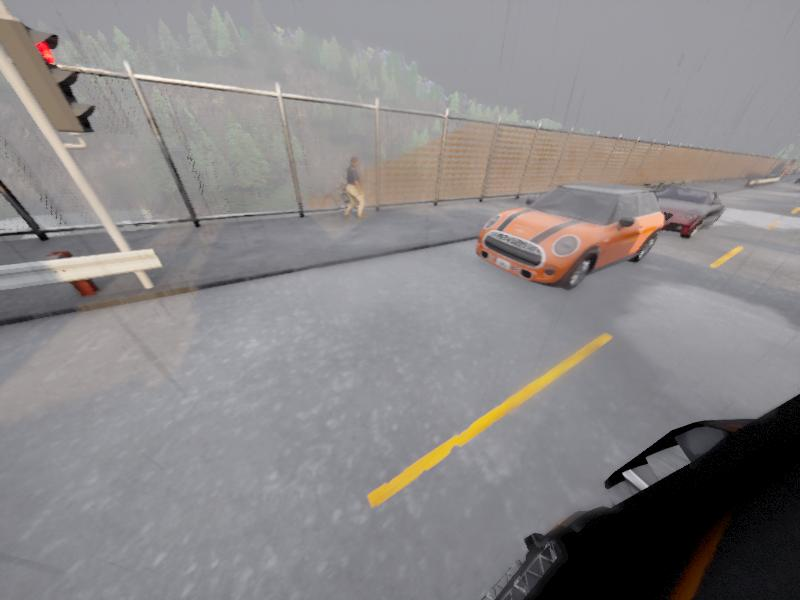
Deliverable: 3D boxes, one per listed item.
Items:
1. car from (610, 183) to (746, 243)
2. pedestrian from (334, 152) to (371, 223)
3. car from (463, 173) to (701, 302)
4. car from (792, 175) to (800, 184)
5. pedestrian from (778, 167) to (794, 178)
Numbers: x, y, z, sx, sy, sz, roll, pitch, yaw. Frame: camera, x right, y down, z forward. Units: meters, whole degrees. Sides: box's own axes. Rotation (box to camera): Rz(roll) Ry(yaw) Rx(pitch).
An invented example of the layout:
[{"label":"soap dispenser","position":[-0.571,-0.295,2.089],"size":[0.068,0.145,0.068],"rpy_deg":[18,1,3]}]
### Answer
[{"label":"car","position":[10.375,-3.435,8.655],"size":[4.181,1.385,1.994],"rpy_deg":[-16,38,-26]},{"label":"pedestrian","position":[-1.428,-3.452,7.145],"size":[0.751,1.860,0.751],"rpy_deg":[-18,39,-28]},{"label":"car","position":[4.057,-1.776,5.308],"size":[4.553,1.767,2.097],"rpy_deg":[-16,38,-26]},{"label":"car","position":[60.977,-18.021,34.106],"size":[5.027,1.651,2.152],"rpy_deg":[-15,37,-25]},{"label":"pedestrian","position":[73.407,-24.249,43.956],"size":[0.751,1.860,0.751],"rpy_deg":[-16,38,-26]}]
